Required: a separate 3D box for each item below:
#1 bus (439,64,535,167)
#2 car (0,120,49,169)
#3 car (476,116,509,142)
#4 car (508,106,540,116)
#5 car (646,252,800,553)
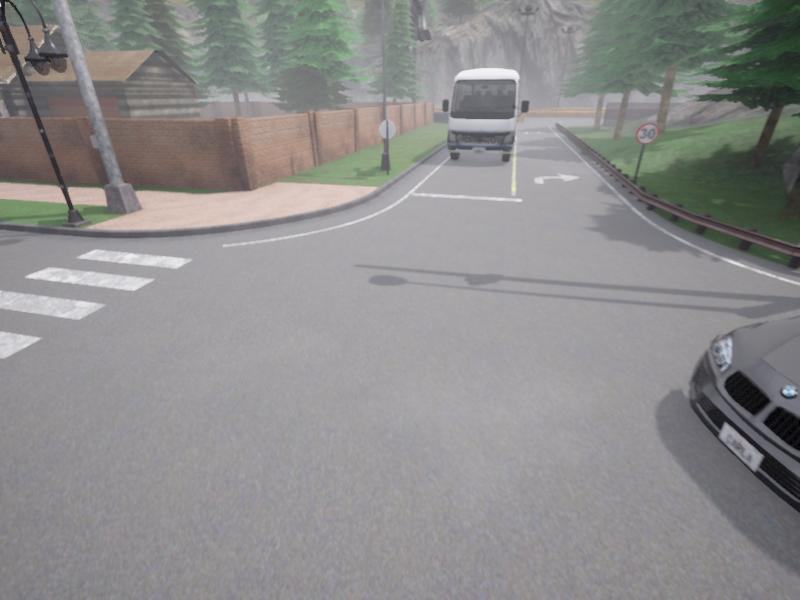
[{"bbox_3d":[5.150,-10.683,22.911,3.944,4.253,10.273,7,28,13],"label":"bus"},{"bbox_3d":[-18.878,-6.784,17.632,1.932,1.855,4.605,6,28,12],"label":"car"},{"bbox_3d":[7.299,-13.456,31.346,2.128,1.511,4.902,7,28,13],"label":"car"},{"bbox_3d":[21.212,-32.481,68.599,4.892,1.490,1.837,6,28,12],"label":"car"},{"bbox_3d":[5.221,0.736,3.402,4.611,1.667,2.242,-2,27,-4],"label":"car"}]
